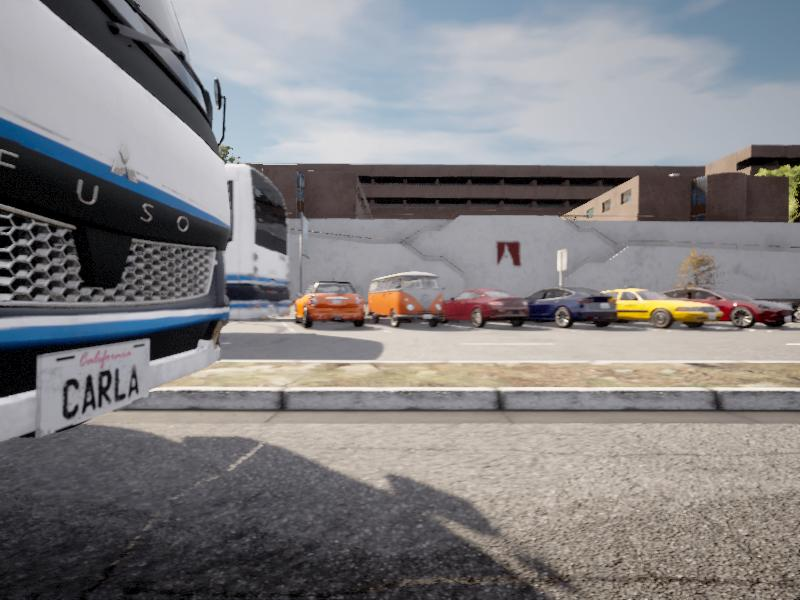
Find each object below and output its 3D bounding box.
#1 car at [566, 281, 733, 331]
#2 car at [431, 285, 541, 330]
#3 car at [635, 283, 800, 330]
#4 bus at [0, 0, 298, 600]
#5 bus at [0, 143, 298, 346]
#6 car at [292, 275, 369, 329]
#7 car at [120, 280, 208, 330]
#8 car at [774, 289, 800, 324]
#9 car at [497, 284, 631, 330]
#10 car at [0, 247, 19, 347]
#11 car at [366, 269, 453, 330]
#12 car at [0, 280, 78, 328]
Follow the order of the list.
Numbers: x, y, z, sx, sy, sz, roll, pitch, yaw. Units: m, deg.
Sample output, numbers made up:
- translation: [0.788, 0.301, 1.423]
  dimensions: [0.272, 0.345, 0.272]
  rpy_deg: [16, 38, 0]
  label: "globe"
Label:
- translation: [9.142, 0.226, 15.396]
  dimensions: [1.946, 1.575, 5.366]
  rpy_deg: [0, -1, -20]
  label: "car"
- translation: [3.101, 0.279, 15.568]
  dimensions: [2.002, 1.452, 4.674]
  rpy_deg: [0, -1, -20]
  label: "car"
- translation: [12.070, 0.251, 15.538]
  dimensions: [2.163, 1.488, 4.792]
  rpy_deg: [0, -1, -20]
  label: "car"
- translation: [-6.111, -1.158, 1.823]
  dimensions: [10.273, 4.253, 3.944]
  rpy_deg: [0, 0, 0]
  label: "bus"
- translation: [-8.288, -1.169, 10.392]
  dimensions: [10.273, 4.253, 3.944]
  rpy_deg: [0, 0, 0]
  label: "bus"
- translation: [-2.859, 0.102, 15.551]
  dimensions: [2.185, 1.767, 4.553]
  rpy_deg: [0, -1, -20]
  label: "car"
- translation: [-8.769, 0.196, 15.409]
  dimensions: [1.946, 1.575, 5.366]
  rpy_deg: [1, -1, -20]
  label: "car"
- translation: [18.027, 0.225, 15.557]
  dimensions: [2.002, 1.452, 4.674]
  rpy_deg: [0, -1, -20]
  label: "car"
- translation: [6.073, 0.270, 15.597]
  dimensions: [2.163, 1.488, 4.792]
  rpy_deg: [0, -1, -20]
  label: "car"
- translation: [-10.969, -0.078, 7.505]
  dimensions: [5.566, 2.045, 2.150]
  rpy_deg: [0, 0, 0]
  label: "car"
- translation: [0.169, 0.010, 15.471]
  dimensions: [1.878, 1.987, 4.442]
  rpy_deg: [1, -1, -20]
  label: "car"
- translation: [-14.735, 0.163, 15.415]
  dimensions: [1.946, 1.575, 5.366]
  rpy_deg: [1, -1, -20]
  label: "car"
